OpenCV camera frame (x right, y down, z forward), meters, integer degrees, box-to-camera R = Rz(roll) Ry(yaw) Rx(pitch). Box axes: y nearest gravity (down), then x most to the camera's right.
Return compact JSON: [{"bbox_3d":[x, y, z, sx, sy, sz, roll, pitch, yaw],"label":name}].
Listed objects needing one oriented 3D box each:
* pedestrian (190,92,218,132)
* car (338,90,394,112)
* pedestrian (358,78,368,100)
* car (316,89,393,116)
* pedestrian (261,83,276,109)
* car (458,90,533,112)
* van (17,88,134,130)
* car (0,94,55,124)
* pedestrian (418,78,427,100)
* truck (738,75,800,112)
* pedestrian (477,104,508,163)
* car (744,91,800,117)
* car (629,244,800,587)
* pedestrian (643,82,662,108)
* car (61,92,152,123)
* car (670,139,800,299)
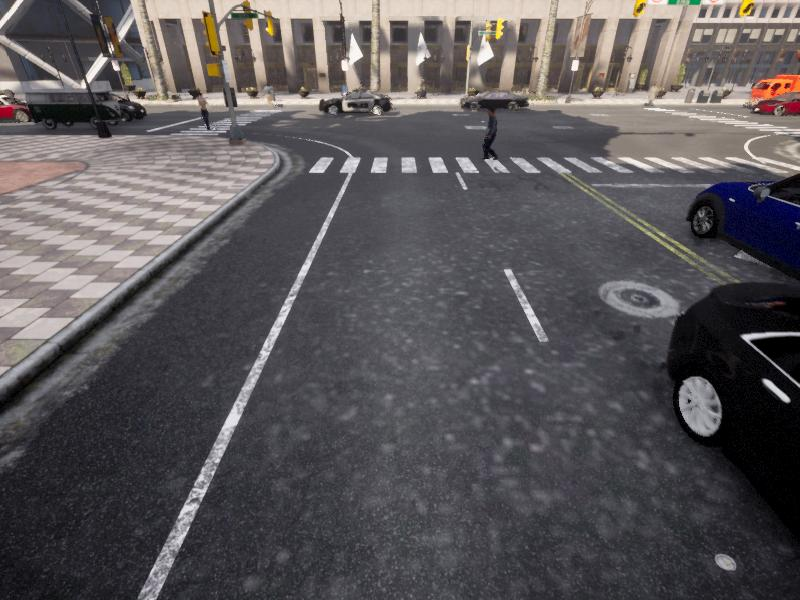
[{"bbox_3d":[-10.337,-9.954,21.174,0.751,1.860,0.751,-2,30,-3],"label":"pedestrian"},{"bbox_3d":[-2.620,-15.840,31.792,4.181,1.385,1.994,0,30,0],"label":"car"},{"bbox_3d":[-3.577,-20.514,38.958,0.751,1.860,0.751,5,31,8],"label":"pedestrian"},{"bbox_3d":[-3.161,-14.192,28.698,5.238,1.638,1.930,0,30,0],"label":"car"},{"bbox_3d":[-10.783,-16.770,32.847,0.751,1.860,0.751,-5,31,-9],"label":"pedestrian"},{"bbox_3d":[7.470,-15.813,31.719,5.357,1.411,2.033,0,30,0],"label":"car"},{"bbox_3d":[-17.953,-10.714,22.399,4.442,1.987,1.775,-1,30,-2],"label":"van"},{"bbox_3d":[-24.530,-11.935,24.995,3.806,1.475,1.970,-6,31,-10],"label":"car"},{"bbox_3d":[2.192,-20.744,39.352,0.751,1.860,0.751,0,30,0],"label":"pedestrian"},{"bbox_3d":[30.539,-16.193,31.300,5.204,2.467,2.627,0,30,0],"label":"truck"},{"bbox_3d":[3.295,-5.987,14.380,0.751,1.860,0.751,2,30,3],"label":"pedestrian"},{"bbox_3d":[28.084,-14.009,28.544,4.792,1.488,2.163,0,30,0],"label":"car"},{"bbox_3d":[3.613,1.331,2.256,1.837,1.490,4.892,0,31,1],"label":"car"},{"bbox_3d":[21.228,-17.254,33.677,0.751,1.860,0.751,11,32,18],"label":"pedestrian"},{"bbox_3d":[-18.555,-12.309,25.506,3.988,1.617,1.851,-2,30,-3],"label":"car"},{"bbox_3d":[7.074,-1.332,6.521,2.097,1.767,4.553,0,30,0],"label":"car"}]
